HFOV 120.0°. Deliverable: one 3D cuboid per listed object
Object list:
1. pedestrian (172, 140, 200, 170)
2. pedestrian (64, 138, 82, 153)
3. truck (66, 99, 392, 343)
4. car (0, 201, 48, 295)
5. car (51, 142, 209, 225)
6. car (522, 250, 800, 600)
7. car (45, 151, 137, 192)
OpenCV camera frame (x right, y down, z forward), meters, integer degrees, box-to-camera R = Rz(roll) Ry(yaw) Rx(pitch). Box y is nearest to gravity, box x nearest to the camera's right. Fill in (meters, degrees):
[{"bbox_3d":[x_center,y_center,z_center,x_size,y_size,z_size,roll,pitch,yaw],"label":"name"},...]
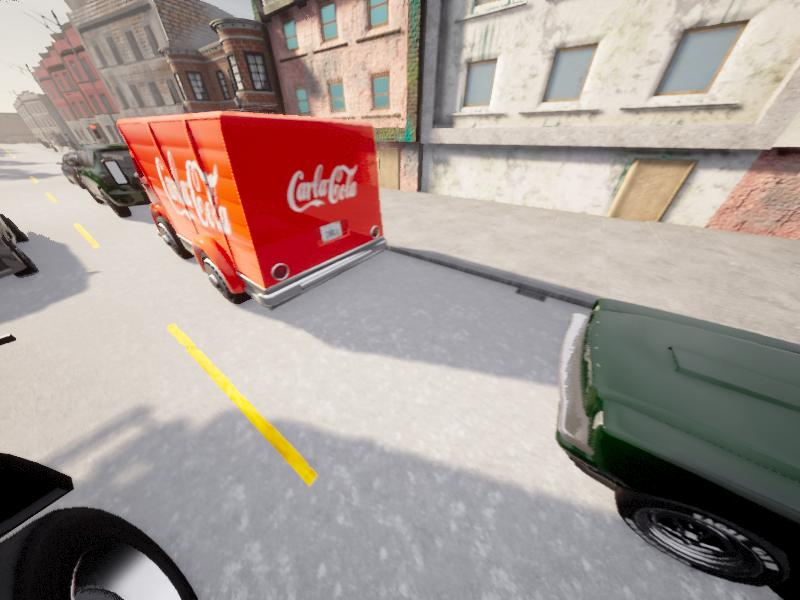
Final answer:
[{"bbox_3d":[-16.280,-11.031,17.604,0.751,1.860,0.751,28,44,34],"label":"pedestrian"},{"bbox_3d":[-48.276,-22.875,34.162,0.751,1.860,0.751,27,43,33],"label":"pedestrian"},{"bbox_3d":[-3.038,-1.916,4.463,5.204,2.467,2.627,22,41,28],"label":"truck"},{"bbox_3d":[-9.110,-1.247,4.163,4.611,1.667,2.242,22,41,28],"label":"car"},{"bbox_3d":[-10.012,-4.586,8.566,5.566,2.045,2.150,22,41,28],"label":"car"},{"bbox_3d":[3.485,1.229,1.073,4.718,1.301,1.895,22,40,27],"label":"car"},{"bbox_3d":[-16.742,-7.095,12.526,4.514,1.525,2.007,22,41,28],"label":"car"}]
